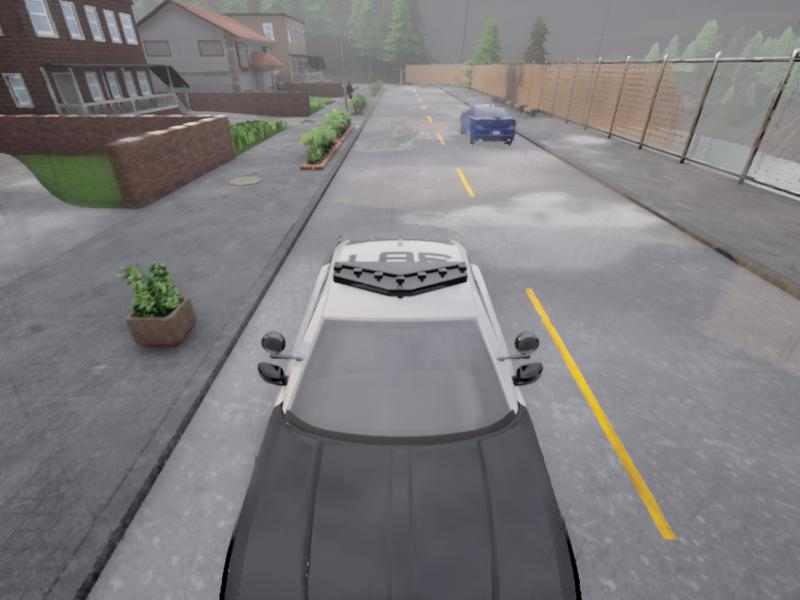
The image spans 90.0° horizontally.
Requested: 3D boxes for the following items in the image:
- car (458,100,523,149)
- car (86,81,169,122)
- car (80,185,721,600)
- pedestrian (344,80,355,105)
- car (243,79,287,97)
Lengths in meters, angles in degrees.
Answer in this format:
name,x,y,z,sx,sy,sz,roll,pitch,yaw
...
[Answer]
name,x,y,z,sx,sy,sz,roll,pitch,yaw
car,4.004,-8.319,18.667,1.882,1.535,5.008,0,30,0
car,-15.532,-11.523,23.128,1.905,1.878,3.866,0,30,0
car,0.002,0.489,3.528,1.930,1.638,5.238,0,30,0
pedestrian,-4.272,-17.565,33.875,0.751,1.860,0.751,0,30,1
car,-13.274,-20.961,39.559,3.633,1.501,1.845,0,30,0
